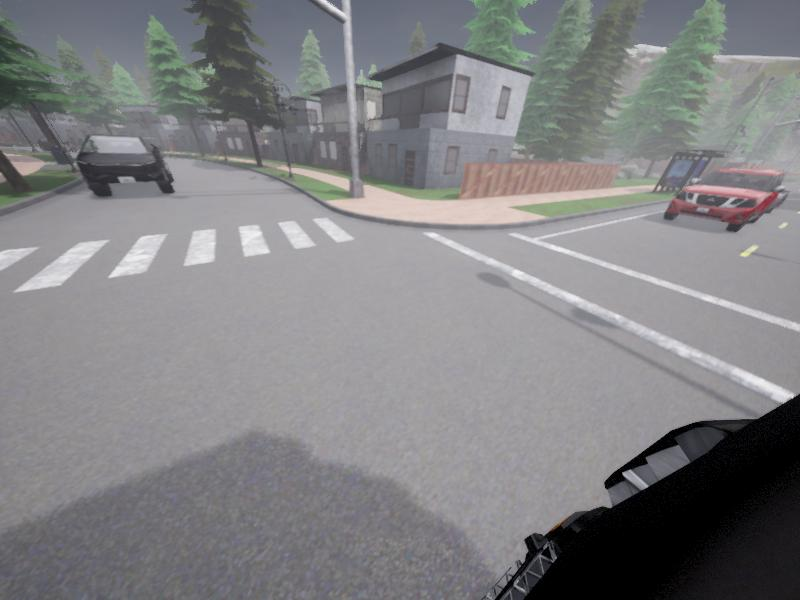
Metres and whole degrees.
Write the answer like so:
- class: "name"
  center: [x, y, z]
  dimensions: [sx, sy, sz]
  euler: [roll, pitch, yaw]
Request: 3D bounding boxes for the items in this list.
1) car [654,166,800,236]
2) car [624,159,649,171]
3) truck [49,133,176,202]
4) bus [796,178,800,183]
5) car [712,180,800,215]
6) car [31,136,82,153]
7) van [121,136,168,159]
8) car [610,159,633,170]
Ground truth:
- class: "car"
  center: [13.844, -4.372, 9.743]
  dimensions: [5.566, 2.045, 2.150]
  euler: [-16, 38, -26]
- class: "car"
  center: [49.814, -28.418, 48.635]
  dimensions: [4.605, 1.855, 1.932]
  euler: [-17, 38, -27]
- class: "truck"
  center: [-12.467, -6.341, 10.715]
  dimensions: [2.390, 2.098, 6.274]
  euler: [-22, 41, -33]
- class: "bus"
  center: [71.316, -21.627, 38.053]
  dimensions: [10.273, 4.253, 3.944]
  euler: [-16, 38, -26]
- class: "car"
  center: [20.744, -6.066, 13.426]
  dimensions: [4.181, 1.385, 1.994]
  euler: [-16, 38, -26]
- class: "car"
  center: [-40.744, -18.435, 27.458]
  dimensions: [3.633, 1.501, 1.845]
  euler: [12, 34, 14]
- class: "van"
  center: [-29.070, -17.374, 26.293]
  dimensions: [4.442, 1.987, 1.775]
  euler: [20, 37, 24]
- class: "car"
  center: [48.174, -29.543, 50.221]
  dimensions: [3.866, 1.878, 1.905]
  euler: [-17, 38, -27]
